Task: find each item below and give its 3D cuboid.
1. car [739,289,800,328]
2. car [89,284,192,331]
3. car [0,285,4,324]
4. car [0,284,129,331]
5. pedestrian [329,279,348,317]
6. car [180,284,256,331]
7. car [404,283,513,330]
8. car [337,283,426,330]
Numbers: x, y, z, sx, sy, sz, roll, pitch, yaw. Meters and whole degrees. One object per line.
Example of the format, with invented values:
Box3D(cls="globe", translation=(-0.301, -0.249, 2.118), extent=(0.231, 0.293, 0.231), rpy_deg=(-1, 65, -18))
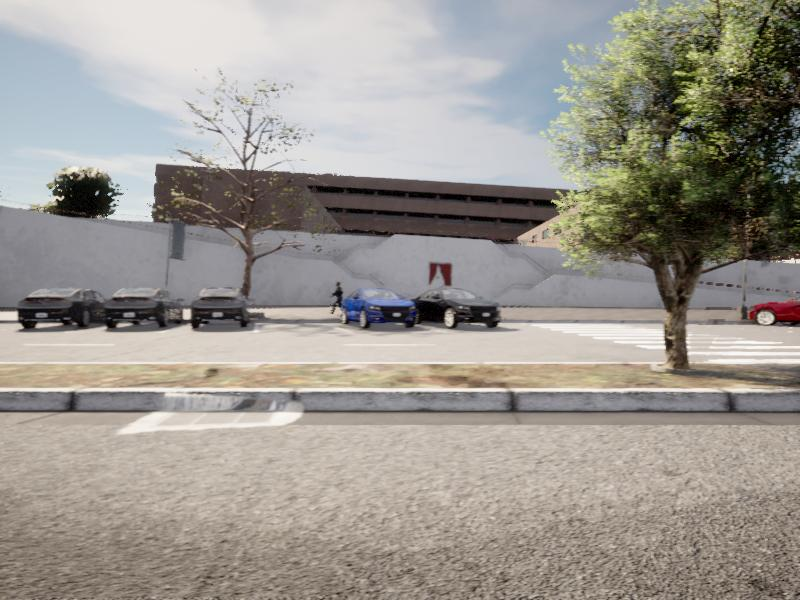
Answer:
Box3D(cls="car", translation=(16.882, 0.343, 15.726), extent=(2.097, 1.535, 5.008), rpy_deg=(1, -1, -20))
Box3D(cls="car", translation=(-9.824, 0.271, 15.666), extent=(2.231, 1.521, 4.892), rpy_deg=(0, -1, -19))
Box3D(cls="car", translation=(-18.687, 0.177, 15.981), extent=(2.185, 1.767, 4.553), rpy_deg=(0, -1, -17))
Box3D(cls="car", translation=(-12.779, 0.280, 15.730), extent=(2.231, 1.521, 4.892), rpy_deg=(0, -1, -18))
Box3D(cls="pedestrian", translation=(-3.173, -0.086, 20.618), extent=(0.751, 1.860, 0.751), rpy_deg=(4, 0, 1))
Box3D(cls="car", translation=(-6.865, 0.264, 15.628), extent=(2.231, 1.521, 4.892), rpy_deg=(0, -1, -19))
Box3D(cls="car", translation=(2.011, 0.255, 15.650), extent=(2.097, 1.535, 5.008), rpy_deg=(1, -1, -20))
Box3D(cls="car", translation=(-0.952, 0.254, 15.636), extent=(2.097, 1.535, 5.008), rpy_deg=(1, -1, -20))
